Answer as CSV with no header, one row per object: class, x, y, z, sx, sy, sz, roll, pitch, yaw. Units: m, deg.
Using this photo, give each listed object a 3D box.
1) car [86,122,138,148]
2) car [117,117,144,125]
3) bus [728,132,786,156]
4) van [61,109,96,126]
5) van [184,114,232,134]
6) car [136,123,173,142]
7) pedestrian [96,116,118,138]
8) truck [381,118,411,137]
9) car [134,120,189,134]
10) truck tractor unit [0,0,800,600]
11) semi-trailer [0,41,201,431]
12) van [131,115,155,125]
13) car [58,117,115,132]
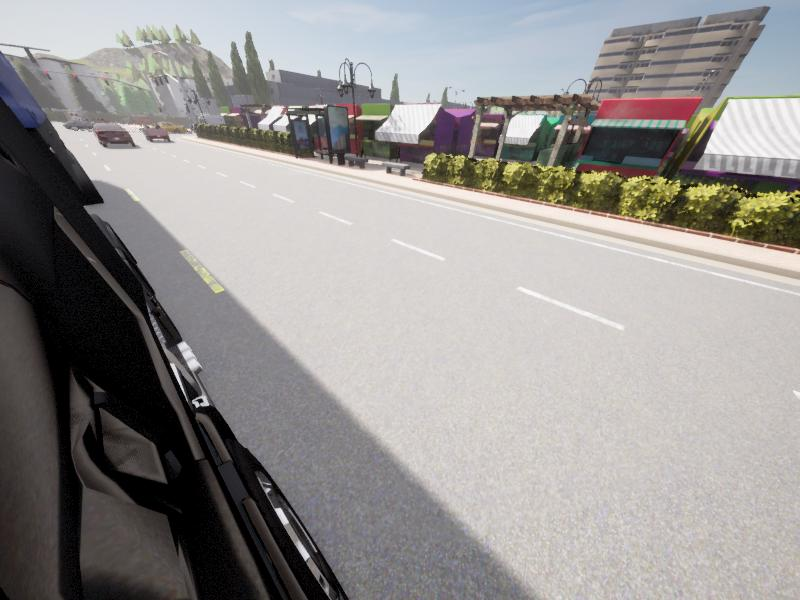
car,-24.004,-13.764,19.228,5.008,1.535,1.882,29,44,30
car,-74.033,-49.260,63.642,2.152,1.651,5.027,-3,37,-8
bus,83.189,-36.642,54.211,3.944,4.253,10.273,28,44,30
van,-64.575,-36.754,46.618,2.351,2.431,6.366,-23,44,-30
van,-34.146,-31.429,41.349,1.988,2.561,5.915,32,45,32
car,-25.604,-17.491,24.111,3.633,1.501,1.845,31,45,33
pedestrian,-32.313,-19.082,25.495,0.751,1.860,0.751,28,44,30
truck,-1.091,-46.409,62.377,2.891,3.827,8.468,30,44,31
car,-35.911,-26.157,34.991,1.801,1.575,5.366,22,41,24
truck tractor unit,-2.645,-0.295,0.352,6.516,4.208,3.053,28,44,30
semi-trailer,-8.683,-3.618,4.239,14.254,4.402,2.717,28,44,30
van,-70.447,-49.346,63.442,1.775,1.987,4.442,-3,37,-8
car,-44.107,-24.719,32.597,2.007,1.525,4.514,30,45,31
